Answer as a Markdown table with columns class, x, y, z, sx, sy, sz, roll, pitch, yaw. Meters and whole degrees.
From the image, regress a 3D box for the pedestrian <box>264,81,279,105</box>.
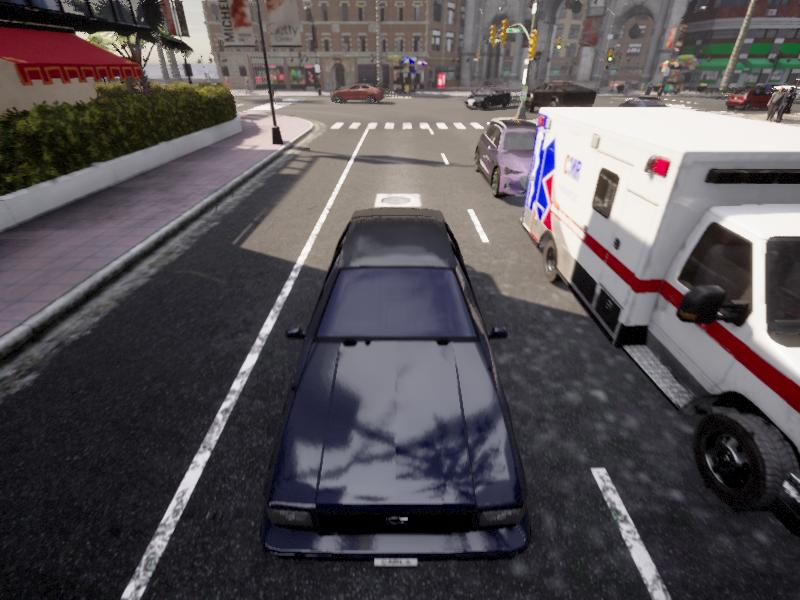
| class | x | y | z | sx | sy | sz | roll | pitch | yaw |
| --- | --- | --- | --- | --- | --- | --- | --- | --- | --- |
| pedestrian | -11.485 | -18.452 | 35.679 | 0.751 | 1.860 | 0.751 | 4 | 31 | 6 |

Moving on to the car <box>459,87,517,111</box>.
| class | x | y | z | sx | sy | sz | roll | pitch | yaw |
| --- | --- | --- | --- | --- | --- | --- | --- | --- | --- |
| car | 7.235 | -16.470 | 32.688 | 2.128 | 1.511 | 4.902 | 26 | 39 | 37 |

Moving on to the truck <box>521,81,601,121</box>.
| class | x | y | z | sx | sy | sz | roll | pitch | yaw |
| --- | --- | --- | --- | --- | --- | --- | --- | --- | --- |
| truck | 10.903 | -13.961 | 27.811 | 2.390 | 2.098 | 6.274 | -3 | 30 | -5 |

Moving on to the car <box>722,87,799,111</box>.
| class | x | y | z | sx | sy | sz | roll | pitch | yaw |
| --- | --- | --- | --- | --- | --- | --- | --- | --- | --- |
| car | 28.493 | -15.974 | 31.746 | 3.988 | 1.617 | 1.851 | -1 | 30 | -2 |

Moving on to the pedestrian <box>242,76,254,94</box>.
| class | x | y | z | sx | sy | sz | roll | pitch | yaw |
| --- | --- | --- | --- | --- | --- | --- | --- | --- | --- |
| pedestrian | -17.782 | -25.114 | 46.772 | 0.751 | 1.860 | 0.751 | 7 | 31 | 12 |

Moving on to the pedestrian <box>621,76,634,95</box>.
| class | x | y | z | sx | sy | sz | roll | pitch | yaw |
| --- | --- | --- | --- | --- | --- | --- | --- | --- | --- |
| pedestrian | 26.175 | -24.682 | 46.043 | 0.751 | 1.860 | 0.751 | 23 | 37 | 34 |

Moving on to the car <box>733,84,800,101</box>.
| class | x | y | z | sx | sy | sz | roll | pitch | yaw |
| --- | --- | --- | --- | --- | --- | --- | --- | --- | --- |
| car | 37.439 | -21.264 | 40.959 | 4.674 | 1.442 | 1.812 | 0 | 30 | 0 |

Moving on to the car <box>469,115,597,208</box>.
| class | x | y | z | sx | sy | sz | roll | pitch | yaw |
| --- | --- | --- | --- | --- | --- | --- | --- | --- | --- |
| car | 3.458 | -4.221 | 11.614 | 2.033 | 1.649 | 4.856 | 0 | 30 | 0 |

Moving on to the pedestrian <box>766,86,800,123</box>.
| class | x | y | z | sx | sy | sz | roll | pitch | yaw |
| --- | --- | --- | --- | --- | --- | --- | --- | --- | --- |
| pedestrian | 22.194 | -11.259 | 23.078 | 0.751 | 1.860 | 0.751 | -5 | 31 | -8 |

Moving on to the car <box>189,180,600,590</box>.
| class | x | y | z | sx | sy | sz | roll | pitch | yaw |
| --- | --- | --- | --- | --- | --- | --- | --- | --- | --- |
| car | -0.030 | -0.015 | 4.647 | 2.033 | 1.411 | 5.357 | 0 | 30 | 0 |

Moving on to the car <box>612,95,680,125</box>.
| class | x | y | z | sx | sy | sz | roll | pitch | yaw |
| --- | --- | --- | --- | --- | --- | --- | --- | --- | --- |
| car | 15.450 | -12.144 | 25.426 | 1.994 | 1.385 | 4.181 | 3 | 30 | 5 |

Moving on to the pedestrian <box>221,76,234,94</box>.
| class | x | y | z | sx | sy | sz | roll | pitch | yaw |
| --- | --- | --- | --- | --- | --- | --- | --- | --- | --- |
| pedestrian | -20.210 | -25.205 | 46.928 | 0.751 | 1.860 | 0.751 | 9 | 32 | 15 |

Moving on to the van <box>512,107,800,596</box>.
| class | x | y | z | sx | sy | sz | roll | pitch | yaw |
| --- | --- | --- | --- | --- | --- | --- | --- | --- | --- |
| van | 3.468 | -0.695 | 4.790 | 2.351 | 2.431 | 6.366 | 0 | 30 | 0 |

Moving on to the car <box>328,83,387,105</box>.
| class | x | y | z | sx | sy | sz | roll | pitch | yaw |
| --- | --- | --- | --- | --- | --- | --- | --- | --- | --- |
| car | -3.943 | -19.441 | 37.655 | 5.027 | 1.651 | 2.152 | 5 | 31 | 9 |

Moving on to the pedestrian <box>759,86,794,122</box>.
| class | x | y | z | sx | sy | sz | roll | pitch | yaw |
| --- | --- | --- | --- | --- | --- | --- | --- | --- | --- |
| pedestrian | 22.174 | -11.566 | 23.602 | 0.751 | 1.860 | 0.751 | -20 | 36 | -31 |

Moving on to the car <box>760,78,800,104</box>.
| class | x | y | z | sx | sy | sz | roll | pitch | yaw |
| --- | --- | --- | --- | --- | --- | --- | --- | --- | --- |
| car | 38.057 | -19.732 | 37.741 | 5.566 | 2.045 | 2.150 | 0 | 30 | 1 |
